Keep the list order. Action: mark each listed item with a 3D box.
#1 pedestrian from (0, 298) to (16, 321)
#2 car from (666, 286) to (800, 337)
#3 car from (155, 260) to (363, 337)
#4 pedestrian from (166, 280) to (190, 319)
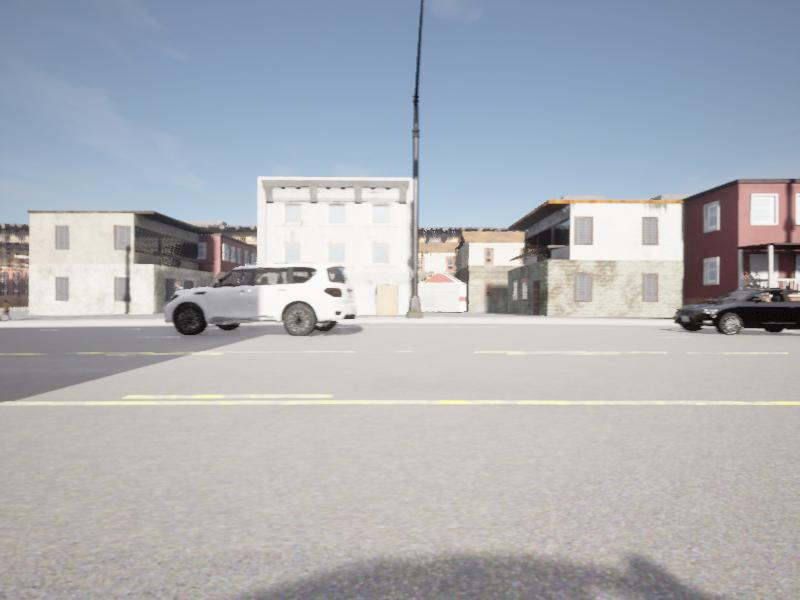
[{"bbox_3d":[-19.437,0.458,19.742,0.500,1.100,0.500,0,0,0],"label":"pedestrian"},{"bbox_3d":[11.145,0.345,12.701,4.193,1.474,1.816,1,0,0],"label":"car"},{"bbox_3d":[-4.082,-0.015,12.049,5.566,2.045,2.150,-1,0,9],"label":"car"},{"bbox_3d":[-10.785,-0.029,19.484,0.751,1.860,0.751,0,0,-1],"label":"pedestrian"}]
